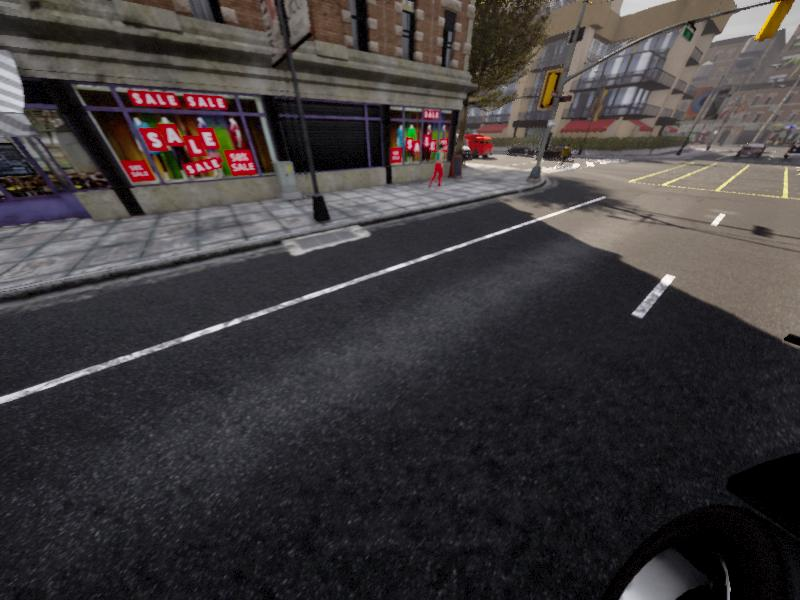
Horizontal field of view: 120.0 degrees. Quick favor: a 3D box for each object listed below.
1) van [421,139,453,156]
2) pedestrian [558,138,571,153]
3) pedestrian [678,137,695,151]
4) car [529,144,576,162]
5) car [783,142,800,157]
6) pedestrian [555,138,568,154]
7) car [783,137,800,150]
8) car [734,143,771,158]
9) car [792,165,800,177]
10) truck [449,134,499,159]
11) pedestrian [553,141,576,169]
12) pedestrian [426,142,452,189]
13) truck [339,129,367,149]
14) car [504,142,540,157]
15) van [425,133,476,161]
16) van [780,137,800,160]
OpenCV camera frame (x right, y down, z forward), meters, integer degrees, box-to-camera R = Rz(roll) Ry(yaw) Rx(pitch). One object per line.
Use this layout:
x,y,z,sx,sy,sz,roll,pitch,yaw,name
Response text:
5.299,-22.306,33.723,1.775,1.987,4.442,-23,41,-29,van
24.757,-23.271,34.733,0.751,1.860,0.751,-25,42,-30,pedestrian
45.257,-24.661,36.535,0.751,1.860,0.751,-17,39,-22,pedestrian
16.822,-16.413,25.680,1.845,1.501,3.633,-22,41,-28,car
50.084,-18.797,28.859,4.674,1.442,1.812,-23,41,-29,car
22.529,-21.451,32.174,0.751,1.860,0.751,-29,44,-34,pedestrian
74.359,-28.336,41.793,1.932,1.855,4.605,0,35,0,car
43.290,-18.414,28.372,4.674,1.442,1.812,-23,41,-29,car
27.564,-8.185,13.925,1.789,1.549,3.705,-23,42,-29,car
9.153,-19.500,29.299,2.627,2.467,5.204,-23,41,-29,truck
13.490,-11.891,18.975,0.751,1.860,0.751,-17,39,-22,pedestrian
1.844,-6.393,11.022,0.751,1.860,0.751,-24,41,-29,pedestrian
-11.546,-39.589,56.733,2.891,3.827,8.468,-23,41,-29,truck
16.356,-20.326,31.202,1.789,1.549,3.705,-23,41,-29,car
5.907,-18.644,28.054,1.988,2.561,5.915,-24,41,-30,van
44.856,-16.821,25.586,4.480,2.038,2.069,-23,41,-29,van
